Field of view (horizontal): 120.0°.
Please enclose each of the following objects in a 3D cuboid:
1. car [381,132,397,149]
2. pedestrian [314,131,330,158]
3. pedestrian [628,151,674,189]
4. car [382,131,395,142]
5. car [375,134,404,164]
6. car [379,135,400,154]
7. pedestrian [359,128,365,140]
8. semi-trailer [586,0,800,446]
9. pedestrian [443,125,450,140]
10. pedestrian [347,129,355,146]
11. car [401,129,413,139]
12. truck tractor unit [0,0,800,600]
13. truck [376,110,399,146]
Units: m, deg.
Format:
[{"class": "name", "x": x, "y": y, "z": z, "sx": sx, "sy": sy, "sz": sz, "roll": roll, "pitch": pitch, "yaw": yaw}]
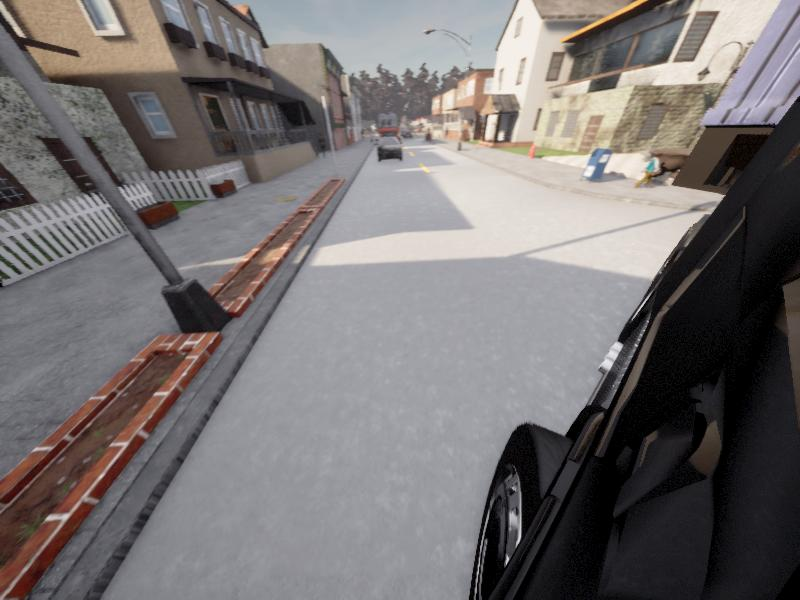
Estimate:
[{"class": "car", "x": -1.415, "y": -20.267, "z": 29.262, "sx": 1.789, "sy": 1.549, "sz": 3.705, "roll": -3, "pitch": 37, "yaw": -1}, {"class": "pedestrian", "x": -6.741, "y": -13.468, "z": 20.039, "sx": 0.751, "sy": 1.860, "sz": 0.751, "roll": -2, "pitch": 37, "yaw": 0}, {"class": "pedestrian", "x": 8.593, "y": -4.473, "z": 7.970, "sx": 0.500, "sy": 1.100, "sz": 0.500, "roll": 5, "pitch": 38, "yaw": 10}, {"class": "car", "x": -2.199, "y": -30.599, "z": 43.064, "sx": 2.163, "sy": 1.488, "sz": 4.792, "roll": -3, "pitch": 37, "yaw": -1}, {"class": "car", "x": -0.891, "y": -12.161, "z": 18.411, "sx": 1.930, "sy": 1.638, "sz": 5.238, "roll": -4, "pitch": 37, "yaw": -2}, {"class": "car", "x": -1.157, "y": -16.597, "z": 24.536, "sx": 1.994, "sy": 1.385, "sz": 4.181, "roll": -3, "pitch": 37, "yaw": -1}, {"class": "pedestrian", "x": -7.362, "y": -32.039, "z": 44.700, "sx": 0.751, "sy": 1.860, "sz": 0.751, "roll": -1, "pitch": 37, "yaw": 1}, {"class": "semi-trailer", "x": 9.977, "y": -2.041, "z": 2.136, "sx": 14.254, "sy": 4.402, "sz": 2.717, "roll": -9, "pitch": 37, "yaw": -8}, {"class": "pedestrian", "x": 7.370, "y": -26.545, "z": 36.688, "sx": 0.751, "sy": 1.860, "sz": 0.751, "roll": -3, "pitch": 37, "yaw": -1}, {"class": "pedestrian", "x": -6.714, "y": -22.359, "z": 31.830, "sx": 0.751, "sy": 1.860, "sz": 0.751, "roll": -1, "pitch": 37, "yaw": 1}, {"class": "car", "x": 1.472, "y": -35.080, "z": 48.780, "sx": 2.038, "sy": 1.542, "sz": 4.974, "roll": -3, "pitch": 37, "yaw": -1}, {"class": "truck tractor unit", "x": 2.645, "y": -0.295, "z": 0.351, "sx": 6.516, "sy": 4.208, "sz": 3.053, "roll": -28, "pitch": 44, "yaw": -30}, {"class": "truck", "x": -1.840, "y": -26.296, "z": 35.392, "sx": 2.891, "sy": 3.827, "sz": 8.468, "roll": -3, "pitch": 37, "yaw": -1}]
